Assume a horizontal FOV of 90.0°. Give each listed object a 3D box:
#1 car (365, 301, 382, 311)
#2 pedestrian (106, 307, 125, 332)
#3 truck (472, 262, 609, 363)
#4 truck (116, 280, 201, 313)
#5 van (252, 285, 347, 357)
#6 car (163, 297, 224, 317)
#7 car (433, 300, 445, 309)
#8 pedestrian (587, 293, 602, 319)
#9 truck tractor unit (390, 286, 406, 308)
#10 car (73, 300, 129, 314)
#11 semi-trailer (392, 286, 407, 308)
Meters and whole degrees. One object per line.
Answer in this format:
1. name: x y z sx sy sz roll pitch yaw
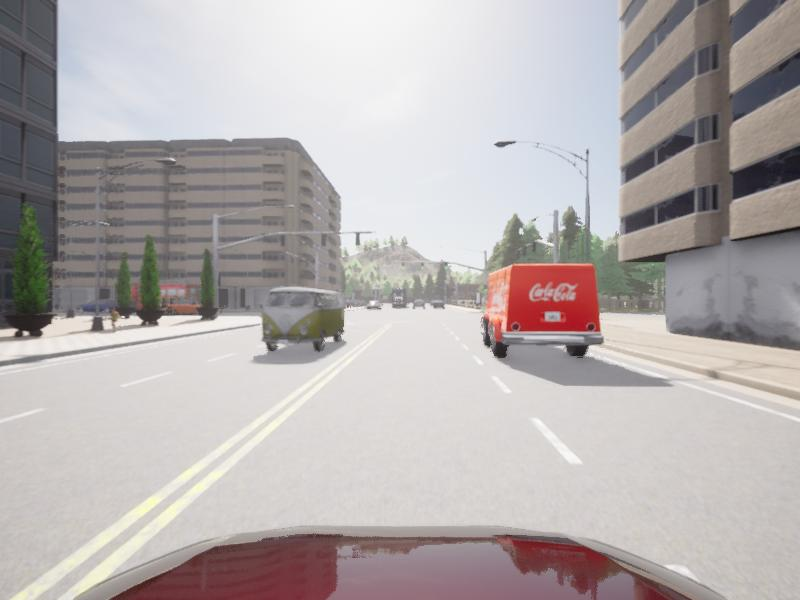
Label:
1. car: -4.080 0.839 62.637 2.163 1.488 4.792 0 0 3
2. pedestrian: -12.529 0.858 17.611 0.500 1.100 0.500 0 0 1
3. truck: 3.900 0.343 12.399 2.627 2.467 5.204 0 -1 3
4. truck: -28.704 -0.393 47.723 8.468 3.827 2.891 0 0 3
5. van: -3.088 0.597 13.308 1.775 1.987 4.442 0 0 4
6. car: -18.844 0.627 36.642 4.553 1.767 2.097 0 0 3
7. car: 6.921 0.760 72.252 1.930 1.638 5.238 0 0 3
8. pedestrian: 14.027 0.429 28.825 0.751 1.860 0.751 0 0 8
9. truck tractor unit: -0.282 -0.532 79.680 3.053 4.208 6.516 0 0 1
10. car: -33.181 0.749 44.462 5.008 1.535 1.882 0 0 3
11. semi-trailer: 0.037 -0.632 87.586 2.717 4.402 14.254 0 0 3
